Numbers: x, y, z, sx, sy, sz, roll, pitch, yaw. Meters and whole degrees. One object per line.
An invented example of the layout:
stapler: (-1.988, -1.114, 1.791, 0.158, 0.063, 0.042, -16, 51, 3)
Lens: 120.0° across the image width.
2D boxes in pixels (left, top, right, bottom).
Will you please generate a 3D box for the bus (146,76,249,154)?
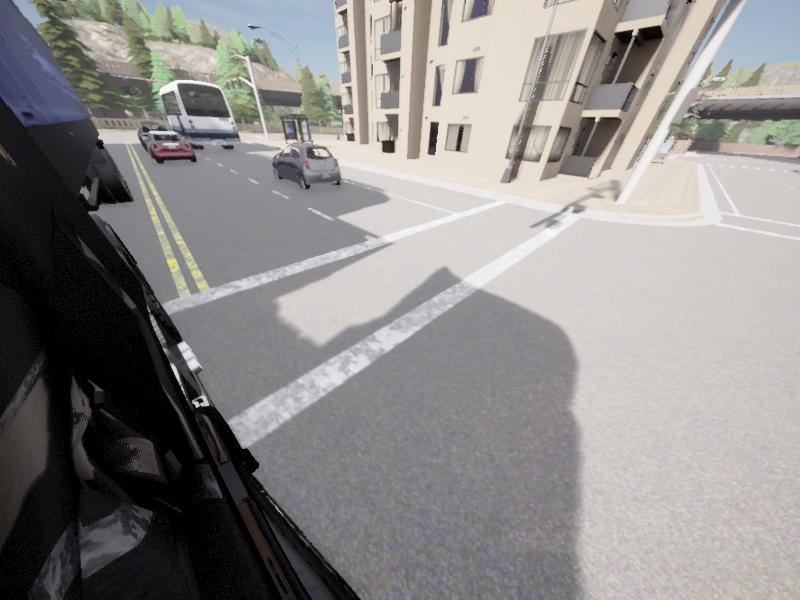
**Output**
bus: (-17.783, -15.829, 20.157, 3.944, 4.253, 10.273, -28, 47, -35)

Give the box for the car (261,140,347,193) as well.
car: (-4.227, -5.982, 10.138, 1.845, 1.501, 3.633, -29, 47, -35)

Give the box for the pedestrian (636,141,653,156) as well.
pedestrian: (36.875, -22.840, 34.881, 0.751, 1.860, 0.751, 13, 38, 13)

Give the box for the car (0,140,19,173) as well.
car: (-18.457, -6.124, 9.502, 1.994, 1.385, 4.181, -29, 47, -35)

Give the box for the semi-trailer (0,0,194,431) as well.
semi-trailer: (-8.336, -3.830, 4.552, 2.717, 4.402, 14.254, -29, 47, -36)

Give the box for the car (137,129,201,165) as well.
car: (-13.997, -9.291, 13.962, 1.970, 1.475, 3.806, -29, 47, -35)

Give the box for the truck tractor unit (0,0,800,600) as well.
truck tractor unit: (-2.645, -0.295, 0.352, 6.516, 4.208, 3.053, 28, 44, 30)

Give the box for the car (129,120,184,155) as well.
car: (-18.156, -12.179, 17.221, 1.932, 1.855, 4.605, -29, 47, -35)

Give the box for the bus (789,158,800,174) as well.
bus: (43.518, -14.006, 21.860, 10.273, 4.253, 3.944, -29, 47, -35)
